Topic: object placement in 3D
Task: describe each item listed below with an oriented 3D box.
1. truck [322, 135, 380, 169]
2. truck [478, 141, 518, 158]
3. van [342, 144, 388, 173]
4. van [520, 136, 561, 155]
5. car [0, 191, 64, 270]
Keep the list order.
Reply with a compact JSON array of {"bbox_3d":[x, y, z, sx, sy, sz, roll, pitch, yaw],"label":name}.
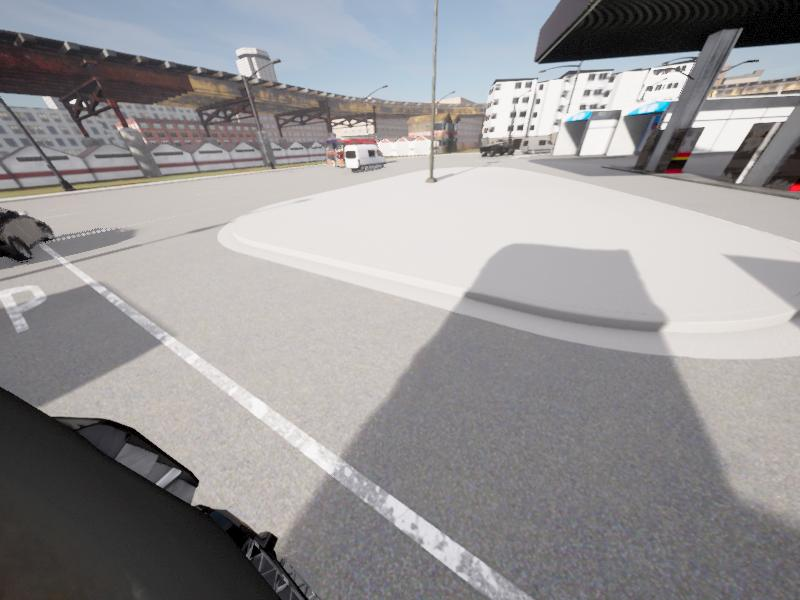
[{"bbox_3d":[-6.920,-22.035,34.303,2.891,3.827,8.468,18,39,29],"label":"truck"},{"bbox_3d":[17.037,-26.182,40.201,6.274,2.098,2.390,-16,36,-19],"label":"truck"},{"bbox_3d":[-3.904,-16.900,27.478,1.988,2.561,5.915,16,38,26],"label":"van"},{"bbox_3d":[25.164,-27.762,41.536,5.915,2.561,1.988,-7,34,-6],"label":"van"},{"bbox_3d":[-11.789,-1.912,6.413,1.845,1.501,3.633,-29,42,-33],"label":"car"}]
